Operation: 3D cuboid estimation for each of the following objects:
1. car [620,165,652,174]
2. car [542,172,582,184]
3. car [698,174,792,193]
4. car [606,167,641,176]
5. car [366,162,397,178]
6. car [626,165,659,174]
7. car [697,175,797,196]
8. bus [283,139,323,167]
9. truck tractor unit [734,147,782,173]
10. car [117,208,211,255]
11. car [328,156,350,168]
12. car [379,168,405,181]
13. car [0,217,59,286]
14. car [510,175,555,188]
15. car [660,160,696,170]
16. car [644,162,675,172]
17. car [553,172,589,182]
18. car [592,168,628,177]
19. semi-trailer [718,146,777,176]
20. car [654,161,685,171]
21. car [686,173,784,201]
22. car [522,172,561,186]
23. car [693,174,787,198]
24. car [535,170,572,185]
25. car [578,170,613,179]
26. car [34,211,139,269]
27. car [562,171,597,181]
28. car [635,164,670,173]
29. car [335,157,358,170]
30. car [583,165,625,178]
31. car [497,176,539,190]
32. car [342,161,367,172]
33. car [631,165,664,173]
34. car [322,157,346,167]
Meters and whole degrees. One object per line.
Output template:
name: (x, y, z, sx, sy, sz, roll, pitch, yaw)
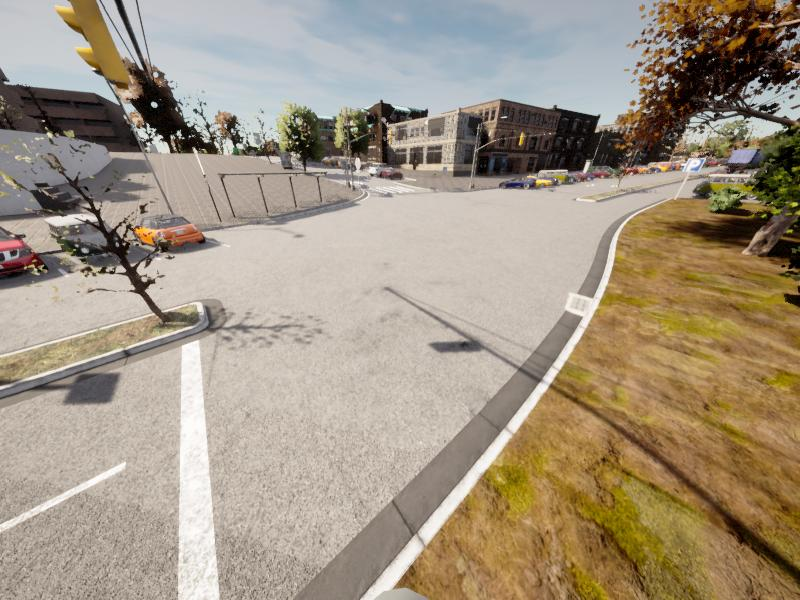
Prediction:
car: (52.328, -28.939, 51.258, 4.553, 1.767, 2.185, 21, 38, 34)
car: (26.611, -20.140, 38.075, 4.892, 1.521, 2.231, 19, 36, 32)
car: (37.900, -13.039, 25.682, 5.366, 1.575, 1.946, 21, 38, 31)
car: (47.102, -27.159, 48.787, 5.008, 1.535, 2.097, 21, 38, 34)
car: (-3.124, -22.424, 39.795, 2.435, 2.045, 5.566, 21, 37, 23)
car: (54.944, -29.664, 52.587, 4.892, 1.521, 2.231, 22, 38, 35)
car: (35.730, -12.037, 24.127, 5.366, 1.575, 1.946, 21, 37, 31)
bus: (-20.731, -31.393, 49.267, 3.944, 4.253, 10.273, -23, 42, -34)
truck tractor unit: (73.259, -28.636, 47.329, 6.516, 4.208, 3.053, -17, 34, -24)
car: (-13.789, -4.164, 13.541, 4.553, 1.767, 2.185, 15, 35, 27)
car: (-12.791, -29.317, 49.059, 1.878, 1.987, 4.442, 21, 37, 23)
car: (-1.231, -20.775, 38.067, 2.002, 1.452, 4.674, 21, 37, 23)
car: (-18.453, -2.226, 10.271, 5.566, 2.045, 2.435, 15, 34, 27)
car: (19.246, -17.332, 33.735, 5.366, 1.575, 1.946, 18, 36, 31)
car: (73.317, -35.569, 61.045, 5.566, 2.045, 2.435, 22, 38, 36)
car: (62.903, -32.281, 56.119, 4.442, 1.987, 1.878, 22, 38, 35)
car: (29.144, -21.005, 39.471, 4.674, 1.452, 2.002, 19, 37, 32)
car: (41.921, -25.455, 46.197, 5.008, 1.535, 2.097, 20, 37, 33)
semi-trailer: (66.374, -26.560, 44.023, 14.254, 4.402, 2.717, -17, 34, -24)
car: (68.170, -33.897, 58.556, 4.442, 1.987, 1.878, 22, 38, 35)
car: (30.571, -10.506, 21.390, 4.442, 1.987, 1.878, 20, 38, 31)
car: (21.562, -18.424, 35.211, 4.553, 1.767, 2.185, 19, 36, 31)
car: (33.092, -11.306, 22.797, 4.553, 1.767, 2.185, 20, 37, 31)
car: (24.186, -19.390, 36.497, 4.442, 1.987, 1.878, 19, 36, 31)
car: (36.781, -23.674, 43.552, 4.674, 1.452, 2.002, 20, 37, 33)
car: (-16.054, -3.211, 11.856, 4.442, 1.987, 1.878, 15, 34, 27)
car: (31.680, -21.906, 40.851, 4.674, 1.452, 2.002, 19, 36, 32)
car: (60.044, -31.365, 55.174, 5.366, 1.575, 1.946, 22, 38, 35)
car: (-10.866, -27.919, 47.185, 1.878, 1.987, 4.442, 21, 37, 23)
car: (39.365, -24.796, 44.732, 5.566, 2.045, 2.435, 20, 37, 33)
car: (16.543, -16.502, 32.563, 4.792, 1.488, 2.163, 18, 36, 31)
car: (-8.914, -26.385, 45.522, 2.231, 1.521, 4.892, 21, 37, 23)
car: (57.558, -30.497, 53.847, 5.008, 1.535, 2.097, 22, 37, 35)
car: (-14.577, -30.665, 51.280, 1.946, 1.575, 5.366, 21, 37, 23)
